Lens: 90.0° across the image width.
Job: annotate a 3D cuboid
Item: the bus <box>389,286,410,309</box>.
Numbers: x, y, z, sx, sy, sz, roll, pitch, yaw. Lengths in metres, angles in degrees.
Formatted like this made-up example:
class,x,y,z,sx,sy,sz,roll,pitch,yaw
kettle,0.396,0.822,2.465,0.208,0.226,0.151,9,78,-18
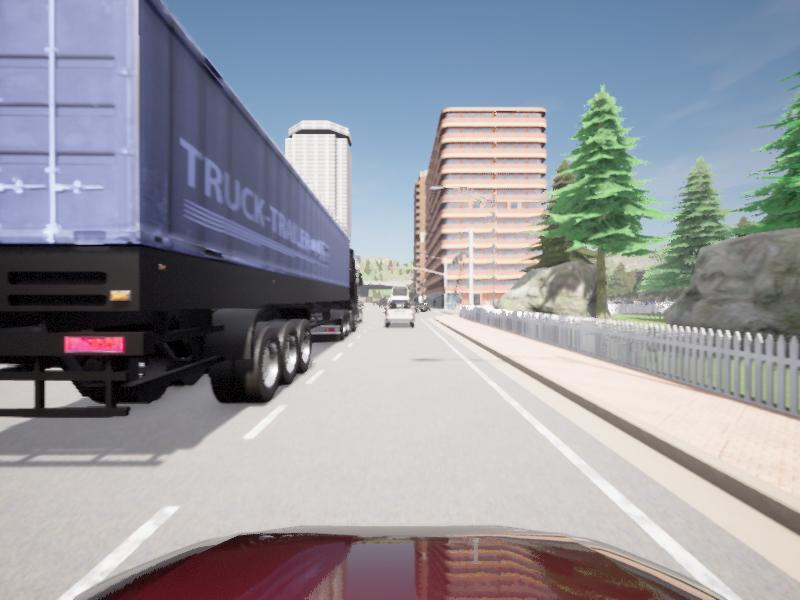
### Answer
class,x,y,z,sx,sy,sz,roll,pitch,yaw
bus,-0.127,-0.544,79.151,3.944,4.253,10.273,0,0,0

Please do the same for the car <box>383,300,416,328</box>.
class,x,y,z,sx,sy,sz,roll,pitch,yaw
car,-0.001,0.785,24.452,1.851,1.617,3.988,0,0,0

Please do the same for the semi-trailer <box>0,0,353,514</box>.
class,x,y,z,sx,sy,sz,roll,pitch,yaw
semi-trailer,-3.314,-0.619,10.062,2.717,4.402,14.254,0,0,-1

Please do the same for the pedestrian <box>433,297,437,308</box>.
class,x,y,z,sx,sy,sz,roll,pitch,yaw
pedestrian,6.352,0.474,73.124,0.751,1.860,0.751,0,0,7

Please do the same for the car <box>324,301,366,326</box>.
class,x,y,z,sx,sy,sz,roll,pitch,yaw
car,-3.502,0.832,26.551,2.128,1.511,4.902,0,0,0

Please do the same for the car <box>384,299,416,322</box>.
class,x,y,z,sx,sy,sz,roll,pitch,yaw
car,0.022,0.752,30.704,2.242,1.667,4.611,0,0,0

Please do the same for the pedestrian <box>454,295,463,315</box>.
class,x,y,z,sx,sy,sz,roll,pitch,yaw
pedestrian,5.400,0.464,36.853,0.751,1.860,0.751,0,0,14

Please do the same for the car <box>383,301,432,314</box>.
class,x,y,z,sx,sy,sz,roll,pitch,yaw
car,0.864,0.862,46.611,5.357,1.411,2.033,0,0,30

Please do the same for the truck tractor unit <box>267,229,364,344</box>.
class,x,y,z,sx,sy,sz,roll,pitch,yaw
truck tractor unit,-3.407,-0.518,17.974,3.053,4.208,6.516,0,0,-1
